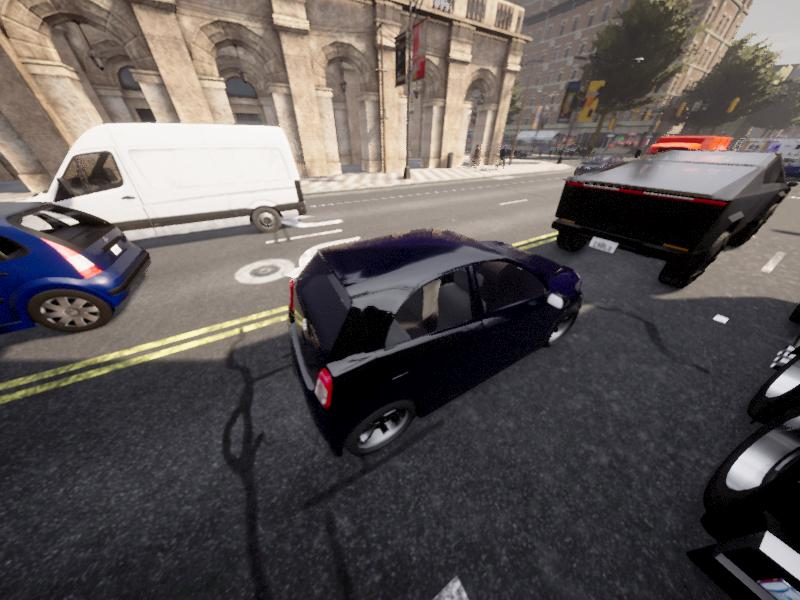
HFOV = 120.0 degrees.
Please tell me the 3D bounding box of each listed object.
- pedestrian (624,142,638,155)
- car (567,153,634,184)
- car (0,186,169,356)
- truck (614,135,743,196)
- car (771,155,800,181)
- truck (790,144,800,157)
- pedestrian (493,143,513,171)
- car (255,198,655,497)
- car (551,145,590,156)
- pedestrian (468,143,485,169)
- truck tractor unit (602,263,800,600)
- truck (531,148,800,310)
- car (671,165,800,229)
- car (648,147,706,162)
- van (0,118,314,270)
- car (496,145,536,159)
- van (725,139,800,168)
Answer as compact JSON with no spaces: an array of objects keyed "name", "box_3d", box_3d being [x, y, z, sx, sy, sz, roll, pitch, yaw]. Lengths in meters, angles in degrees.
[{"name":"pedestrian","box_3d":[40.416,-26.597,40.469,0.751,1.860,0.751,-13,37,-19]},{"name":"car","box_3d":[13.542,-9.001,15.655,3.633,1.501,1.845,-20,40,-26]},{"name":"car","box_3d":[-6.086,-0.231,2.884,3.988,1.617,1.851,-18,39,-24]},{"name":"truck","box_3d":[15.299,-7.586,12.814,5.204,2.467,2.627,-18,39,-24]},{"name":"car","box_3d":[29.325,-9.487,16.589,4.181,1.385,1.994,-18,39,-25]},{"name":"truck","box_3d":[72.668,-27.197,40.112,8.468,3.827,2.891,-18,39,-25]},{"name":"pedestrian","box_3d":[8.303,-11.495,18.604,0.751,1.860,0.751,-15,38,-20]},{"name":"car","box_3d":[0.624,-0.065,2.754,3.633,1.501,1.845,-18,39,-24]},{"name":"car","box_3d":[30.478,-26.941,41.504,2.038,1.542,4.974,-18,39,-25]},{"name":"pedestrian","box_3d":[6.580,-12.428,19.932,0.751,1.860,0.751,-12,37,-17]},{"name":"truck tractor unit","box_3d":[5.113,-0.296,0.796,6.516,4.208,3.053,-18,39,-24]},{"name":"truck","box_3d":[6.418,-2.187,5.336,6.274,2.098,2.390,-18,39,-24]},{"name":"car","box_3d":[12.314,-3.885,8.354,3.806,1.475,1.970,-18,39,-25]},{"name":"car","box_3d":[37.551,-19.872,31.474,1.812,1.442,4.674,-18,39,-24]},{"name":"van","box_3d":[-5.767,-3.023,6.077,5.915,2.561,1.988,-18,39,-24]},{"name":"car","box_3d":[17.524,-22.631,35.254,2.128,1.511,4.902,-18,39,-24]},{"name":"van","box_3d":[39.370,-15.237,23.975,6.366,2.431,2.351,2,35,2]}]
